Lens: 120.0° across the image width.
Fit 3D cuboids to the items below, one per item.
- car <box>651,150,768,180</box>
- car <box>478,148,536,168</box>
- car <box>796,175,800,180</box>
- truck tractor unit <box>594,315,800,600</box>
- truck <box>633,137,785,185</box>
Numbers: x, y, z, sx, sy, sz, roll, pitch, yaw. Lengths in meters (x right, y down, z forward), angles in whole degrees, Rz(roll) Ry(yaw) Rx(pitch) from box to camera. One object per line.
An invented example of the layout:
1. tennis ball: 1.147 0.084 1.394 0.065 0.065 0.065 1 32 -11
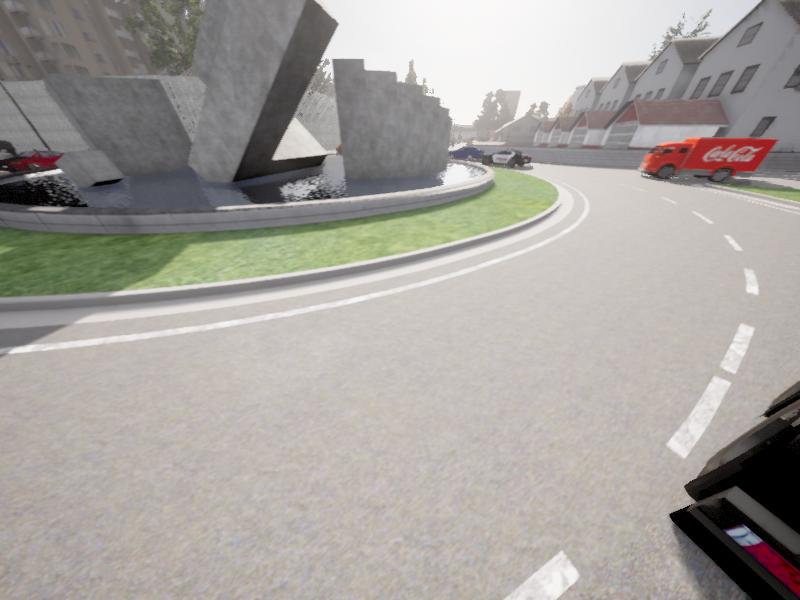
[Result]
1. car: 23.514 -10.537 17.928 4.856 1.649 2.033 17 38 22
2. car: 10.895 -14.804 23.960 2.038 1.542 4.974 -21 40 -27
3. car: 31.418 -8.555 15.171 5.238 1.638 1.930 10 36 14
4. truck tractor unit: 5.213 -0.183 0.620 6.516 4.208 3.053 -14 38 -19
5. truck: 20.350 -9.649 15.883 5.204 2.467 2.627 17 38 23
